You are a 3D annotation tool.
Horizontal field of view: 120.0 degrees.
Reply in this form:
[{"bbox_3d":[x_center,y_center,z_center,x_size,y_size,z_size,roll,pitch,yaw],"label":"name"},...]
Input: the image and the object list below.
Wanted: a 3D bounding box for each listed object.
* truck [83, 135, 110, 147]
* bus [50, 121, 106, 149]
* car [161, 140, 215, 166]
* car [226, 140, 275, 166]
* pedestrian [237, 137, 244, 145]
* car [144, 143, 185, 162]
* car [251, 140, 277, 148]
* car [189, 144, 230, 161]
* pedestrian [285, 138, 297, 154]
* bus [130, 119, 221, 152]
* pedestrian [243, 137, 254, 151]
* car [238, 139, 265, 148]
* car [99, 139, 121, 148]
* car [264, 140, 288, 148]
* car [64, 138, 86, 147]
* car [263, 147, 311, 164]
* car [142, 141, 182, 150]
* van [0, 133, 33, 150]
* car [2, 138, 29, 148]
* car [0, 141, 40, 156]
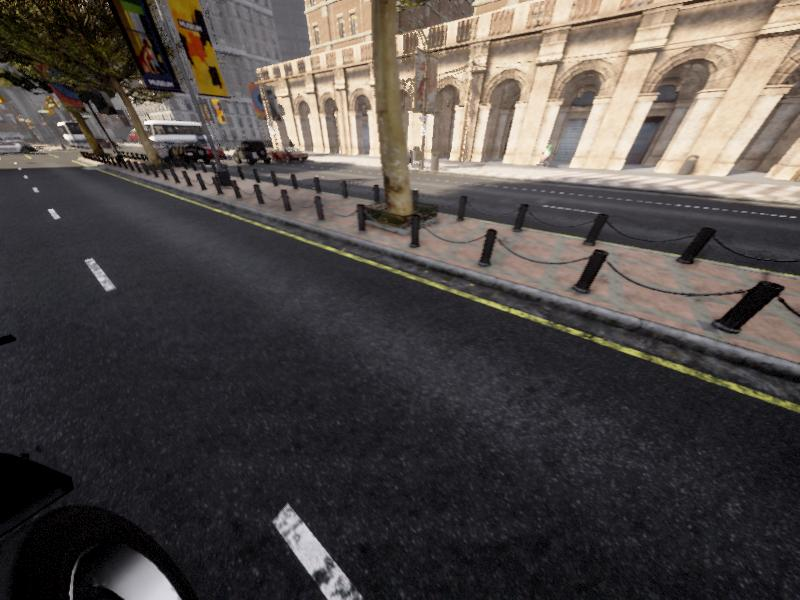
[{"bbox_3d":[-71.074,-37.301,54.152,6.274,2.098,2.390,22,41,28],"label":"truck"},{"bbox_3d":[-64.089,-32.780,45.959,10.273,4.253,3.944,22,41,28],"label":"bus"},{"bbox_3d":[-19.873,-13.836,21.655,4.605,1.855,1.932,22,41,28],"label":"car"},{"bbox_3d":[-14.093,-13.946,21.859,3.866,1.878,1.905,22,41,28],"label":"car"},{"bbox_3d":[-41.487,-41.431,60.203,0.751,1.860,0.751,22,41,28],"label":"pedestrian"},{"bbox_3d":[-25.364,-15.942,24.881,3.633,1.501,1.845,22,41,28],"label":"car"},{"bbox_3d":[-31.441,-36.210,53.512,2.007,1.525,4.514,22,41,28],"label":"car"},{"bbox_3d":[-21.785,-16.873,26.376,4.181,1.385,1.994,22,41,28],"label":"car"},{"bbox_3d":[-14.945,-21.123,31.730,0.751,1.860,0.751,17,39,22],"label":"pedestrian"},{"bbox_3d":[-39.331,-29.383,41.401,3.944,4.253,10.273,14,38,20],"label":"bus"},{"bbox_3d":[-25.539,-26.263,38.896,0.751,1.860,0.751,20,40,25],"label":"pedestrian"},{"bbox_3d":[-34.870,-36.978,54.438,2.242,1.667,4.611,22,41,28],"label":"car"},{"bbox_3d":[-61.162,-32.959,48.676,4.674,1.442,1.812,22,40,28],"label":"car"},{"bbox_3d":[-28.145,-35.389,52.428,1.816,1.474,4.193,22,41,28],"label":"car"},{"bbox_3d":[-73.166,-35.479,52.001,5.366,1.575,1.801,22,41,28],"label":"car"},{"bbox_3d":[-11.708,-15.020,23.911,4.718,1.301,1.895,22,41,28],"label":"car"},{"bbox_3d":[-44.433,-28.889,43.215,1.895,1.301,4.718,22,41,27],"label":"car"},{"bbox_3d":[-69.595,-28.733,41.754,6.366,2.431,2.351,22,41,28],"label":"van"},{"bbox_3d":[-75.882,-30.975,45.555,4.856,1.649,2.033,22,41,28],"label":"car"},{"bbox_3d":[-51.386,-19.658,29.874,2.038,1.542,4.974,22,40,27],"label":"car"}]
